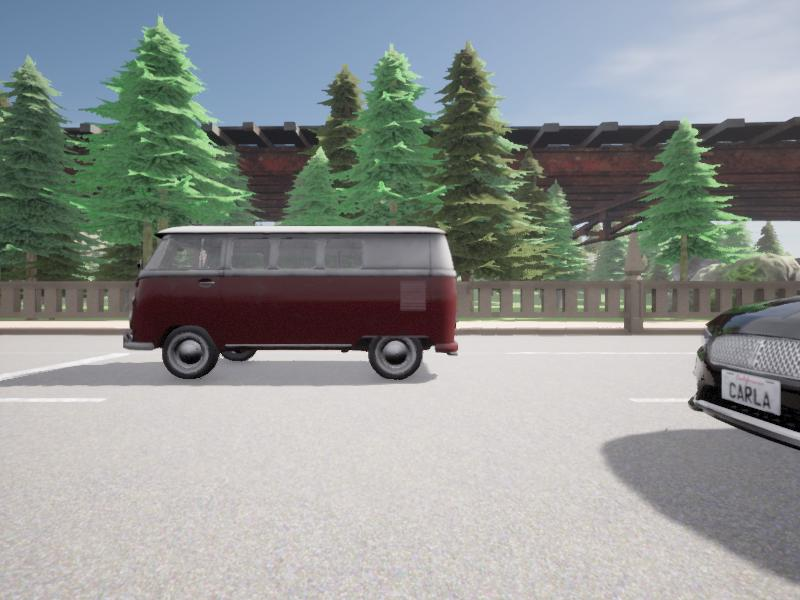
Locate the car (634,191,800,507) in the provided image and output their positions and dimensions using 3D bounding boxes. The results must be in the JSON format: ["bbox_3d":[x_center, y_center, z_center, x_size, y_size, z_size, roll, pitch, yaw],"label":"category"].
[{"bbox_3d":[4.363,0.237,2.200,4.902,1.511,2.128,0,0,0],"label":"car"}]

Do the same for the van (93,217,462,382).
[{"bbox_3d":[-1.471,-0.002,5.700,4.442,1.987,1.775,0,0,0],"label":"van"}]
